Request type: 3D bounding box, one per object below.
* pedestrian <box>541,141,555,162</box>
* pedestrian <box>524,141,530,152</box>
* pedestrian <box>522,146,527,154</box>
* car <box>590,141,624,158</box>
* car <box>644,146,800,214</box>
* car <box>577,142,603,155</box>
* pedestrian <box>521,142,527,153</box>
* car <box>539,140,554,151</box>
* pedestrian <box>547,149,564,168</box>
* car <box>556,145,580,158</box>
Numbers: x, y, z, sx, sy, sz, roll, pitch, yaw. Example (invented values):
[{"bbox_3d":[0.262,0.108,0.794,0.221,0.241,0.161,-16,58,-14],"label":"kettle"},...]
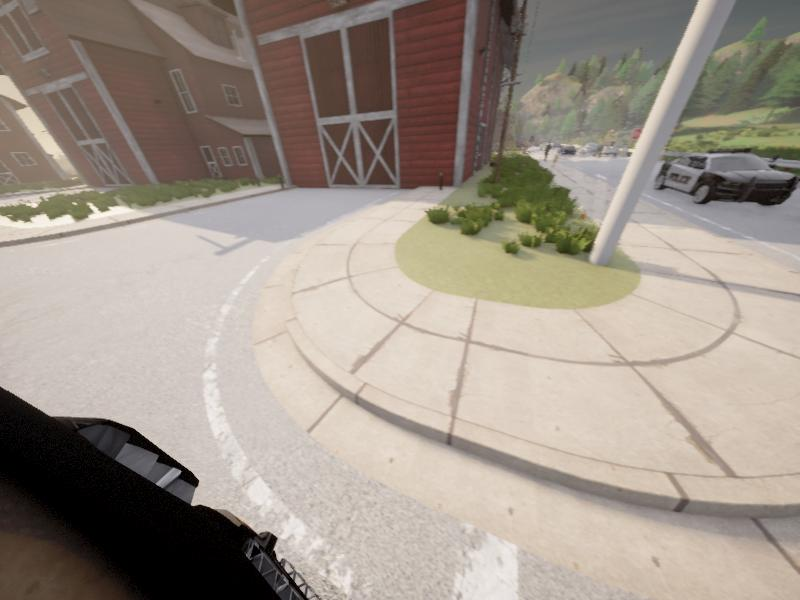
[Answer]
[{"bbox_3d":[16.009,-16.149,25.078,0.751,1.860,0.751,10,36,19],"label":"pedestrian"},{"bbox_3d":[27.199,-32.936,49.493,0.751,1.860,0.751,11,36,20],"label":"pedestrian"},{"bbox_3d":[22.247,-26.793,41.315,0.500,1.100,0.500,14,37,23],"label":"pedestrian"},{"bbox_3d":[25.701,-18.795,28.846,1.851,1.617,3.988,11,36,19],"label":"car"},{"bbox_3d":[12.115,-4.813,8.816,1.930,1.638,5.238,11,36,19],"label":"car"},{"bbox_3d":[28.773,-23.065,35.186,1.812,1.442,4.674,11,36,19],"label":"car"},{"bbox_3d":[25.545,-31.357,47.521,0.751,1.860,0.751,10,36,19],"label":"pedestrian"},{"bbox_3d":[34.505,-36.611,54.611,2.150,2.045,5.566,11,36,19],"label":"car"},{"bbox_3d":[12.856,-11.697,19.124,0.751,1.300,0.751,12,36,22],"label":"pedestrian"},{"bbox_3d":[23.877,-21.270,33.003,1.895,1.301,4.718,11,36,19],"label":"car"}]
